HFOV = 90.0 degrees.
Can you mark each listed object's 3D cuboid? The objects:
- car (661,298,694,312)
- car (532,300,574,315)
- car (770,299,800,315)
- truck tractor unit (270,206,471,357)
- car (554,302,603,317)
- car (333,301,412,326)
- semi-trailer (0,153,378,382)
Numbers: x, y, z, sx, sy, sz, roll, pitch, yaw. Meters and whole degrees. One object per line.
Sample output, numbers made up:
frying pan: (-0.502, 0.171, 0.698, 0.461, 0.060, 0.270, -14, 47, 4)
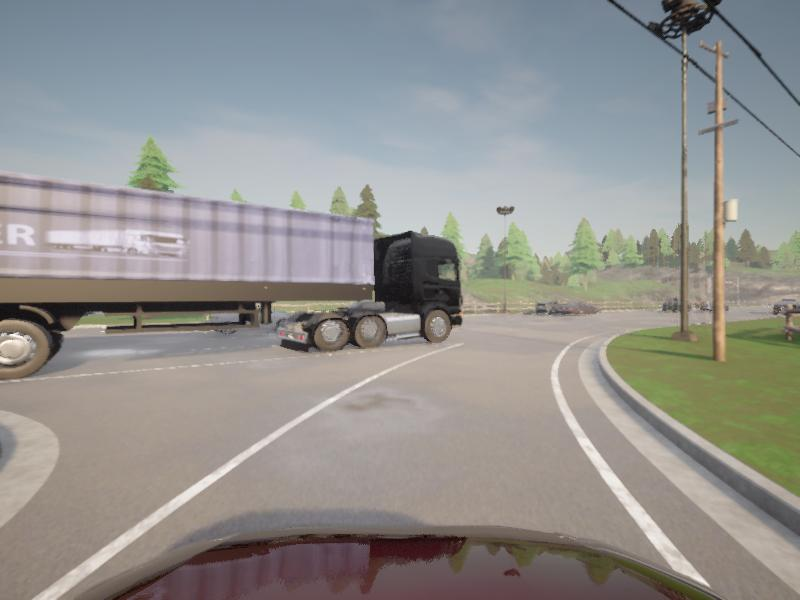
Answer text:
car: (36.773, 0.681, 53.002, 4.553, 1.767, 2.097, 0, 0, -34)
car: (16.631, 0.817, 43.466, 4.514, 1.525, 2.007, 0, 0, -34)
car: (43.876, 0.763, 45.138, 5.238, 1.638, 1.930, 0, 0, -34)
truck tractor unit: (-0.867, -0.527, 14.317, 6.516, 4.208, 3.053, 0, 0, -36)
car: (17.919, 0.884, 40.106, 5.357, 1.411, 2.033, 0, 0, -34)
car: (-1.777, 0.814, 26.636, 5.008, 1.535, 1.882, 0, 0, -34)
semi-trailer: (-7.281, -0.622, 9.684, 14.254, 4.402, 2.717, 0, 0, -36)
